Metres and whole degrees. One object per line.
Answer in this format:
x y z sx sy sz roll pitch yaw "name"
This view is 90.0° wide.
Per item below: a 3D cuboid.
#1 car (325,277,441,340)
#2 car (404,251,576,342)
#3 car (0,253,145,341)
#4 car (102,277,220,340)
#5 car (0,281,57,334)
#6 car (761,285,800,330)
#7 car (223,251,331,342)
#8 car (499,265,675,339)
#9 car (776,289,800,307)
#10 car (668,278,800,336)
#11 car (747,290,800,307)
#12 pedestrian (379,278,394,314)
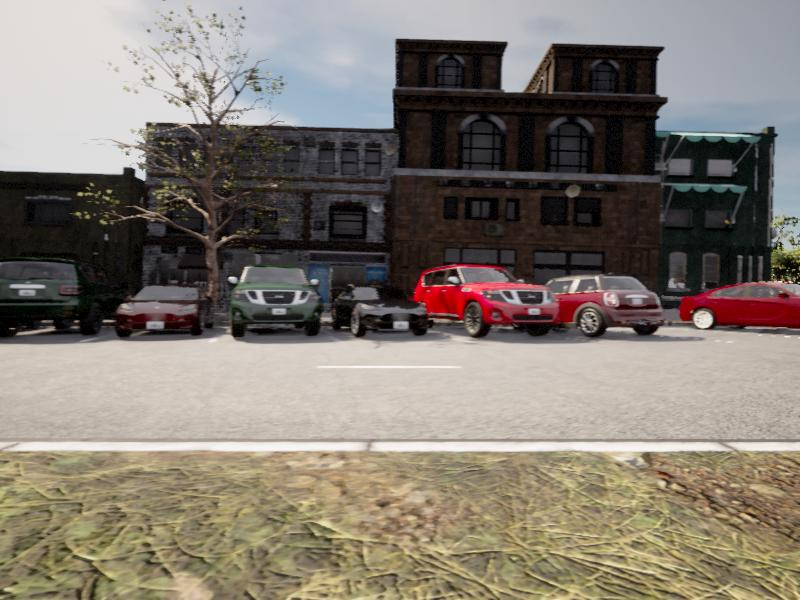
-0.783 0.239 12.028 2.163 1.488 4.792 1 -1 -20 "car"
2.227 -0.042 12.029 2.435 2.045 5.566 1 -1 -20 "car"
-9.829 -0.039 12.089 2.435 2.045 5.566 0 -1 -20 "car"
-6.795 0.240 12.032 2.163 1.488 4.792 1 -1 -20 "car"
-12.818 0.212 12.066 2.097 1.535 5.008 1 -1 -20 "car"
14.267 0.244 12.004 2.002 1.452 4.674 1 -1 -20 "car"
-3.787 -0.041 12.036 2.435 2.045 5.566 1 -1 -20 "car"
5.223 0.083 12.012 2.185 1.767 4.553 0 -1 -20 "car"
37.241 -0.132 36.579 5.366 1.575 1.946 1 0 -19 "car"
11.242 0.207 12.022 2.097 1.535 5.008 1 -1 -20 "car"
37.110 -0.129 39.464 4.892 1.521 2.231 1 0 -19 "car"
-0.720 -0.208 21.214 0.751 1.860 0.751 2 0 -3 "pedestrian"
